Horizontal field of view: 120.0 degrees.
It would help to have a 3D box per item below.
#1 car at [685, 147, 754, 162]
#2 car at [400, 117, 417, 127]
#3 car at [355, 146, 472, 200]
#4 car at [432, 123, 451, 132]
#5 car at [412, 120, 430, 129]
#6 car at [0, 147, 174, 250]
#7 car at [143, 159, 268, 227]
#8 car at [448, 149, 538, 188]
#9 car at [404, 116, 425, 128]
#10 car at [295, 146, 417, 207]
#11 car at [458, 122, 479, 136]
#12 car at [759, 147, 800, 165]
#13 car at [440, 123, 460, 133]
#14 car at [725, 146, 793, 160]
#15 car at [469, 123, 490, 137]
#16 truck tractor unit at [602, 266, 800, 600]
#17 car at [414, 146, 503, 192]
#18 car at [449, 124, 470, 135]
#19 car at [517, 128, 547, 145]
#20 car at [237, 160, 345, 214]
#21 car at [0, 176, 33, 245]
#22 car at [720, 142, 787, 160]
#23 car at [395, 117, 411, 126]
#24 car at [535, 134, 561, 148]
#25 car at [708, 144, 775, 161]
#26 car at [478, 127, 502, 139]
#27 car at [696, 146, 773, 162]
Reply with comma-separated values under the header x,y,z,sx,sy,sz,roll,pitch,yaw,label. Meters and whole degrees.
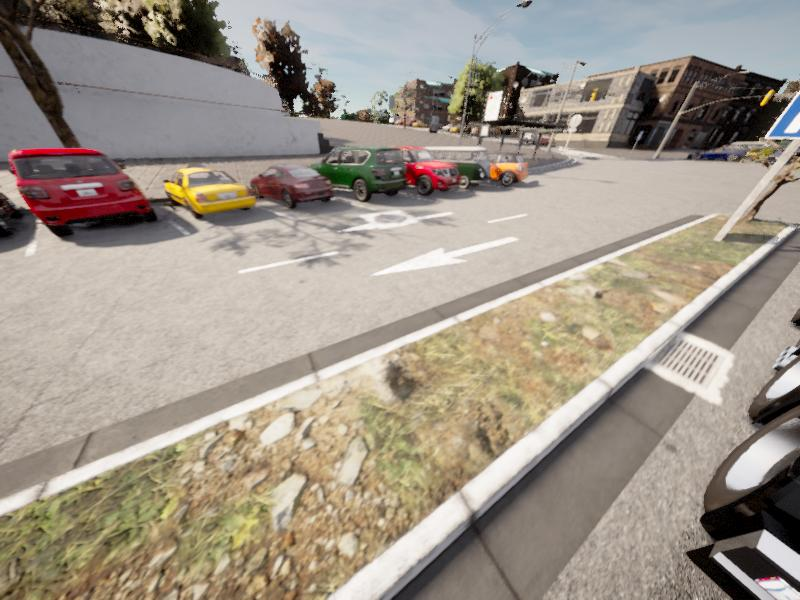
x,y,z,sx,sy,sz,roll,pitch,yaw,label
39.527,-18.217,28.839,4.792,1.488,2.163,29,44,36,car
2.305,-49.157,63.887,2.185,1.767,4.553,29,43,28,car
0.490,-6.963,12.262,5.566,2.045,2.435,25,41,32,car
9.863,-40.442,54.112,2.002,1.452,4.674,31,44,28,car
5.489,-45.709,60.139,1.946,1.575,5.366,30,44,28,car
-9.982,-3.604,7.336,5.566,2.045,2.435,25,42,32,car
-7.502,-4.302,8.802,5.366,1.575,1.946,25,42,32,car
5.736,-8.515,14.764,4.553,1.767,2.185,26,42,33,car
3.860,-47.528,61.825,2.435,2.045,5.566,30,44,27,car
-2.172,-6.139,11.054,5.566,2.045,2.435,25,42,32,car
14.281,-35.422,47.903,1.878,1.987,4.442,31,44,28,car
43.367,-16.128,25.795,4.902,1.511,2.128,-15,37,-20,car
11.366,-38.718,52.126,2.002,1.452,4.674,31,44,28,car
50.585,-20.936,32.752,2.231,1.521,4.892,-28,43,-35,car
15.770,-33.694,45.911,1.878,1.987,4.442,31,44,28,car
5.112,-0.297,0.790,6.516,4.208,3.053,-18,38,-24,truck tractor unit
3.174,-7.744,13.453,4.442,1.987,1.878,25,41,32,car
12.970,-37.104,50.225,1.946,1.575,5.366,31,44,28,car
21.790,-26.880,38.033,2.435,2.045,5.566,31,44,28,car
-4.755,-5.043,9.963,4.674,1.452,2.002,25,42,32,car
-12.581,-2.524,6.251,4.792,1.488,2.163,25,42,32,car
47.902,-20.392,31.553,1.878,1.987,4.442,-28,43,-35,car
0.816,-50.853,65.901,2.185,1.767,4.553,28,42,29,car
23.240,-24.916,36.208,2.002,1.452,4.674,31,44,28,car
45.039,-19.674,30.684,2.185,1.767,4.553,-29,43,-36,car
17.298,-31.841,44.134,2.231,1.521,4.892,31,44,28,car
42.439,-18.783,29.596,1.946,1.575,5.366,-29,43,-36,car
